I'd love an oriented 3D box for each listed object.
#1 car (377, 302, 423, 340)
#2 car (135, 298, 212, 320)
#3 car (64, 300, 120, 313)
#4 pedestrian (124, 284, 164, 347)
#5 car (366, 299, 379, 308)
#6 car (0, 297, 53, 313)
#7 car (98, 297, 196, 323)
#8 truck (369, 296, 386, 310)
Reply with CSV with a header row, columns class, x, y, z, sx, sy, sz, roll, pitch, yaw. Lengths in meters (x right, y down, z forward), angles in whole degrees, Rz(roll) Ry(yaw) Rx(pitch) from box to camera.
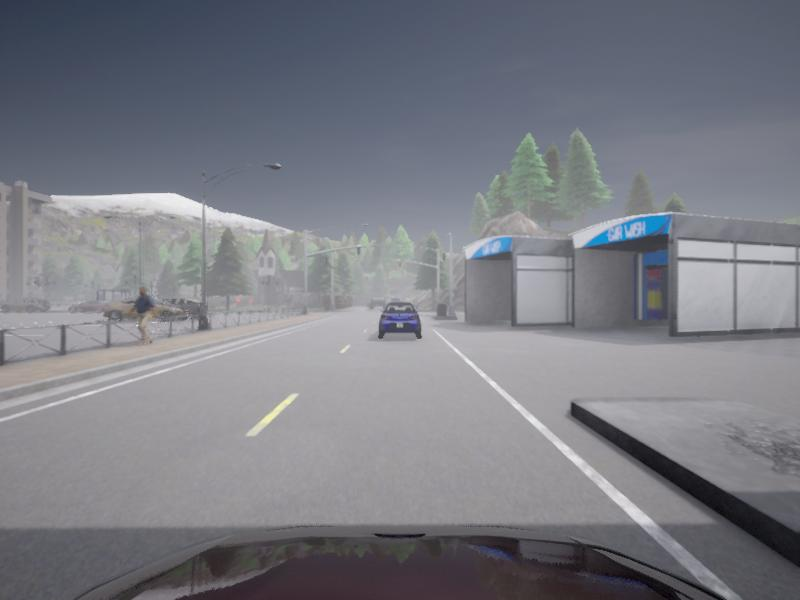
class,x,y,z,sx,sy,sz,roll,pitch,yaw
car,-0.003,0.823,17.893,1.816,1.474,4.193,0,0,0
car,-16.511,0.633,29.340,4.514,1.523,2.007,0,0,-1
car,-35.902,0.771,46.739,4.792,1.488,2.163,0,0,-1
pedestrian,-7.906,0.463,12.382,0.751,1.860,0.751,0,0,11
car,-5.383,0.638,77.603,1.930,1.638,5.238,0,0,-10
car,-43.567,0.572,46.617,4.605,1.855,1.932,0,0,-1
car,-16.440,0.629,26.203,5.027,1.636,2.152,0,0,-1
truck,-3.541,0.432,64.394,2.390,2.098,6.274,0,0,-1
